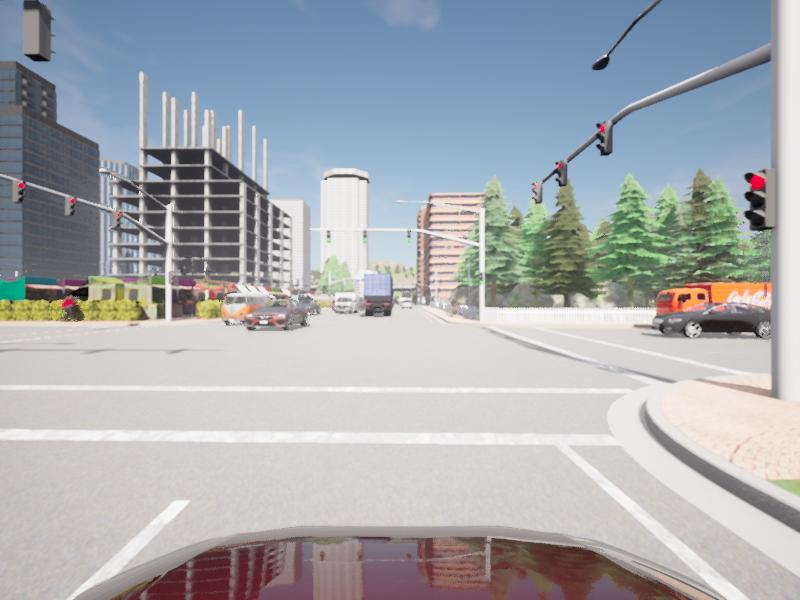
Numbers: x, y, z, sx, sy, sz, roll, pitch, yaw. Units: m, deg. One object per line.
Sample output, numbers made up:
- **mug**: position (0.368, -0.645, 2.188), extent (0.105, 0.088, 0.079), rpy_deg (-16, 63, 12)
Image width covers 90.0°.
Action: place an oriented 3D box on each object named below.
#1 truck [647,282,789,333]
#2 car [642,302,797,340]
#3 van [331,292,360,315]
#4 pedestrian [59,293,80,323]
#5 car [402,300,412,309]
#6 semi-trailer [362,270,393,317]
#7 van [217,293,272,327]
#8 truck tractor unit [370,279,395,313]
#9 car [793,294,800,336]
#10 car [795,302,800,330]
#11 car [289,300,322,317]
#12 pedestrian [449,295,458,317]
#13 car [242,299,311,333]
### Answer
- **truck**: position (16.164, 0.367, 20.672), extent (5.204, 2.467, 2.627), rpy_deg (0, 0, 2)
- **car**: position (13.568, 0.845, 17.273), extent (4.902, 1.511, 2.128), rpy_deg (0, 0, 2)
- **van**: position (-6.151, 0.401, 46.082), extent (2.351, 2.431, 6.366), rpy_deg (0, 0, 1)
- **pedestrian**: position (-21.200, 0.498, 25.675), extent (0.751, 1.860, 0.751), rpy_deg (0, 0, 0)
- **car**: position (1.242, 0.825, 72.812), extent (1.851, 1.617, 3.988), rpy_deg (0, 0, 1)
- **semi-trailer**: position (-2.173, -0.594, 44.118), extent (2.717, 4.402, 14.254), rpy_deg (0, 0, 0)
- **van**: position (-9.977, 0.613, 26.029), extent (1.775, 1.987, 4.442), rpy_deg (0, 0, 1)
- **truck tractor unit**: position (-2.278, -0.491, 52.029), extent (3.053, 4.208, 6.516), rpy_deg (0, 0, -2)
- **car**: position (19.638, 0.654, 17.035), extent (3.866, 1.878, 1.905), rpy_deg (0, 0, 2)
- **car**: position (23.515, 0.854, 20.381), extent (4.892, 1.490, 1.837), rpy_deg (0, 0, 2)
- **car**: position (-9.713, 0.802, 41.589), extent (2.152, 1.651, 5.027), rpy_deg (0, 0, 1)
- **pedestrian**: position (4.680, 0.505, 35.062), extent (0.751, 1.860, 0.751), rpy_deg (0, 0, 1)
- **car**: position (-6.590, 0.792, 22.074), extent (2.152, 1.651, 5.027), rpy_deg (0, 0, 2)
